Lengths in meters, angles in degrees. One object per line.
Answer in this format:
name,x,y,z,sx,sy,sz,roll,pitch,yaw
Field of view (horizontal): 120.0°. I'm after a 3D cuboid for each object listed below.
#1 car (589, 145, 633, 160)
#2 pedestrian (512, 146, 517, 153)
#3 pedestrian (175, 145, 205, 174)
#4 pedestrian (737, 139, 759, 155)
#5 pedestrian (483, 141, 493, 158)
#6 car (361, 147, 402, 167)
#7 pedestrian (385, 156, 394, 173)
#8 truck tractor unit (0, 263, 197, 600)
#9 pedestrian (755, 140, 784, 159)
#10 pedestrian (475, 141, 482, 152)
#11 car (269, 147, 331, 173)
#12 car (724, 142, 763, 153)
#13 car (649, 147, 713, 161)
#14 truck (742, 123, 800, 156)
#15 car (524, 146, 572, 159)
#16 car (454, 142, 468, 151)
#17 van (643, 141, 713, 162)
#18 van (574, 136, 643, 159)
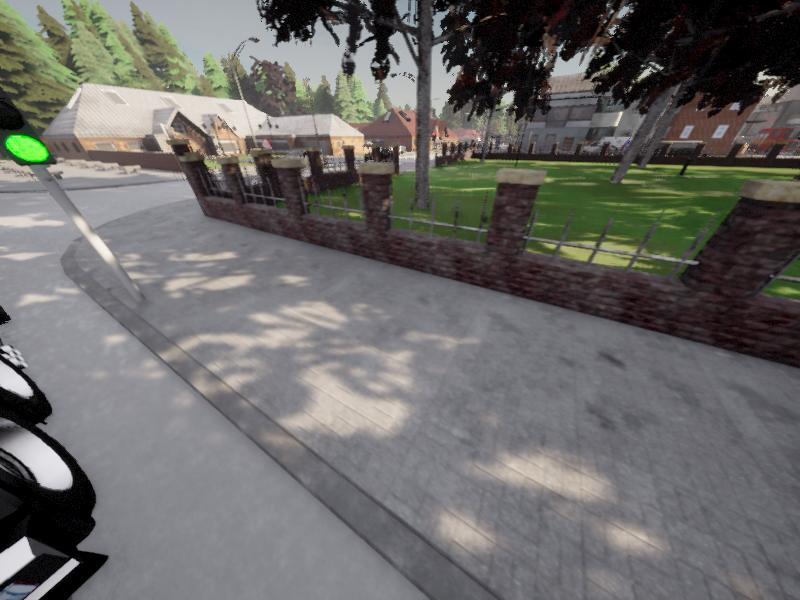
car,26.532,-18.701,29.288,3.633,1.501,1.845,17,39,23
pedestrian,20.060,-26.353,40.474,0.500,1.100,0.500,19,39,26
pedestrian,-16.283,-10.909,17.955,0.751,1.860,0.751,7,36,11
pedestrian,50.921,-22.378,33.820,0.751,1.860,0.751,7,36,11
pedestrian,11.841,-20.273,31.166,0.751,1.860,0.751,18,39,25
car,-1.876,-15.541,25.000,1.882,1.535,5.008,18,39,25
pedestrian,-0.805,-10.502,17.909,0.500,1.100,0.500,18,39,25
truck tractor unit,-5.115,-0.295,0.782,6.516,4.208,3.053,18,39,24
pedestrian,44.098,-18.017,27.617,0.751,1.860,0.751,7,35,10
pedestrian,15.655,-30.745,46.196,0.751,1.860,0.751,25,42,31
car,-9.019,-12.993,21.290,2.242,1.667,4.611,19,39,25
car,62.926,-28.106,42.484,2.128,1.511,4.902,18,39,24
car,34.947,-18.358,28.924,4.718,1.301,1.895,20,40,27
truck,58.316,-24.487,35.306,2.891,3.827,8.468,18,39,25
car,20.687,-20.714,32.351,5.357,1.411,2.033,19,39,26
car,14.468,-36.337,54.662,1.851,1.617,3.988,18,39,25
van,31.691,-17.154,26.619,4.442,1.987,1.775,17,38,23
van,28.505,-21.162,32.019,6.366,2.431,2.351,18,39,24
